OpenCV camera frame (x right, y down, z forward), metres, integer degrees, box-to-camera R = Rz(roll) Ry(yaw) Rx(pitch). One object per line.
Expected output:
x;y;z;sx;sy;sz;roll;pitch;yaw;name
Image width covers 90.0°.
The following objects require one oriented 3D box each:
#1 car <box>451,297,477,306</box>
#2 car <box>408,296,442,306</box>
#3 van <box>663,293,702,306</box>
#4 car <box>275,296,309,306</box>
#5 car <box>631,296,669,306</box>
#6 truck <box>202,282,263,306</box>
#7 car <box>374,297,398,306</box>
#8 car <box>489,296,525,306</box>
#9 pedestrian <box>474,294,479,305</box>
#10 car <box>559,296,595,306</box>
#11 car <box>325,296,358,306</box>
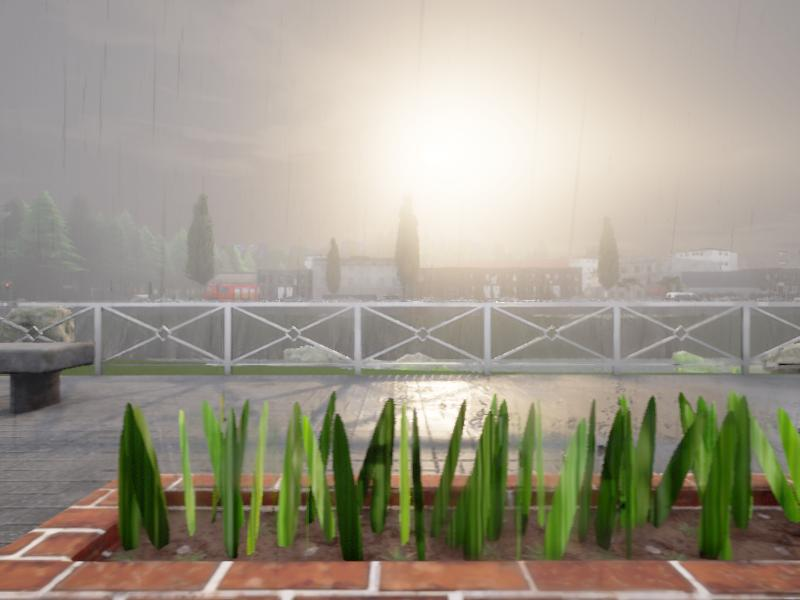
10.251;0.227;64.363;3.806;1.475;1.970;0;0;0;car
3.986;0.149;64.361;5.238;1.638;1.930;0;0;0;car
42.622;-0.073;60.399;4.480;2.038;2.069;0;0;0;van
-17.344;0.170;64.344;4.856;1.649;2.033;0;0;0;car
40.195;0.149;64.397;4.974;1.542;2.038;0;0;0;car
-26.835;-0.922;64.333;8.468;3.827;2.891;0;0;0;truck
-2.215;0.235;64.350;3.806;1.475;1.970;0;0;0;car
17.127;0.140;64.373;5.238;1.638;1.930;0;0;0;car
13.622;-0.083;71.129;0.751;1.860;0.751;0;0;-10;pedestrian
28.475;0.129;64.386;4.856;1.649;2.033;0;0;0;car
-9.363;0.167;64.347;5.027;1.651;2.152;0;0;0;car
